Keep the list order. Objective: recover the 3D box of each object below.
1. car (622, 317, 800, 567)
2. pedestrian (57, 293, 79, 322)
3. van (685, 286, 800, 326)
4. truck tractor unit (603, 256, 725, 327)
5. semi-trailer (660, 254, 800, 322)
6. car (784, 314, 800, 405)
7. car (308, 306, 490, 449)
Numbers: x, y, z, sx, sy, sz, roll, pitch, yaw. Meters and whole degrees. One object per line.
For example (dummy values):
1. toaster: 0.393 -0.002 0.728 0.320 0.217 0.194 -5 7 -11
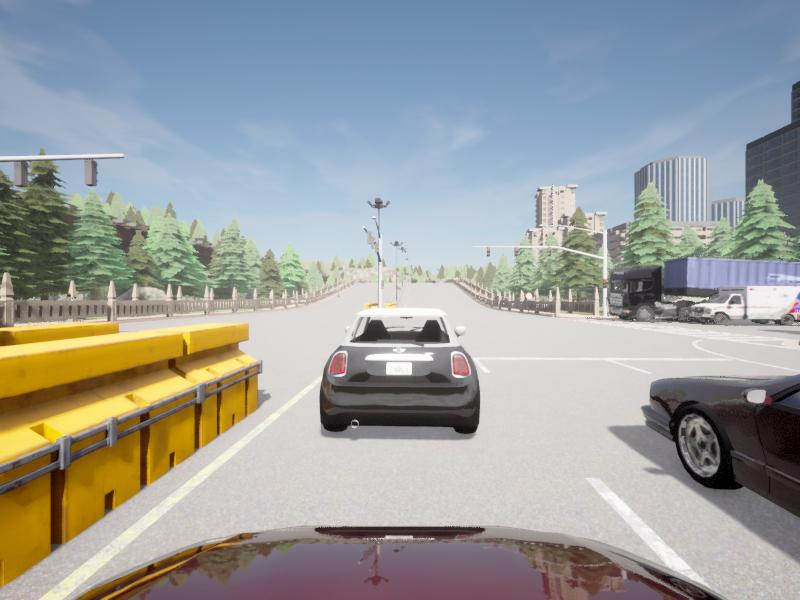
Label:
1. car: 3.389 0.894 1.761 2.033 1.411 5.357 0 0 2
2. pedestrian: -21.441 0.485 25.842 0.751 1.860 0.751 0 0 3
3. van: 22.116 0.378 25.343 6.366 2.431 2.351 0 0 2
4. truck tractor unit: 18.760 -0.662 28.796 6.516 4.208 3.053 -5 4 2
5. semi-trailer: 26.813 -0.700 28.652 14.254 4.402 2.717 2 0 2
6. car: 6.991 0.907 4.212 1.994 1.385 4.181 0 0 2
7. car: 0.069 0.853 6.213 1.970 1.475 3.806 0 0 3
